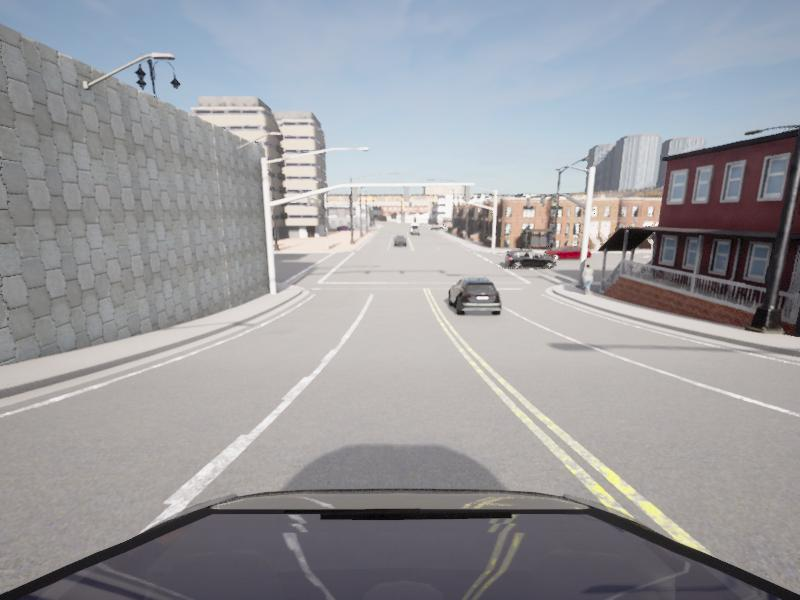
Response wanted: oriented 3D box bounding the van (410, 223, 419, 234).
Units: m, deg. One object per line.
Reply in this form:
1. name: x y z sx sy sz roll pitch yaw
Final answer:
1. van: 3.562 -17.780 99.258 1.988 2.561 5.915 0 12 0

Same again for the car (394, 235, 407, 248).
1. car: 0.036 -9.134 61.763 1.930 1.638 5.238 0 12 0

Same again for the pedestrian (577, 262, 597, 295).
1. pedestrian: 11.122 -1.282 23.783 0.751 1.860 0.751 3 13 12

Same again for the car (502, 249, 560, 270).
1. car: 12.001 -3.745 36.940 4.611 1.667 2.242 0 12 0

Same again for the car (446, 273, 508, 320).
1. car: 3.511 -0.306 19.214 2.033 1.649 4.856 0 7 0

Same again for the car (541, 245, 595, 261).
1. car: 18.309 -5.162 43.757 5.008 1.535 1.882 0 12 0
